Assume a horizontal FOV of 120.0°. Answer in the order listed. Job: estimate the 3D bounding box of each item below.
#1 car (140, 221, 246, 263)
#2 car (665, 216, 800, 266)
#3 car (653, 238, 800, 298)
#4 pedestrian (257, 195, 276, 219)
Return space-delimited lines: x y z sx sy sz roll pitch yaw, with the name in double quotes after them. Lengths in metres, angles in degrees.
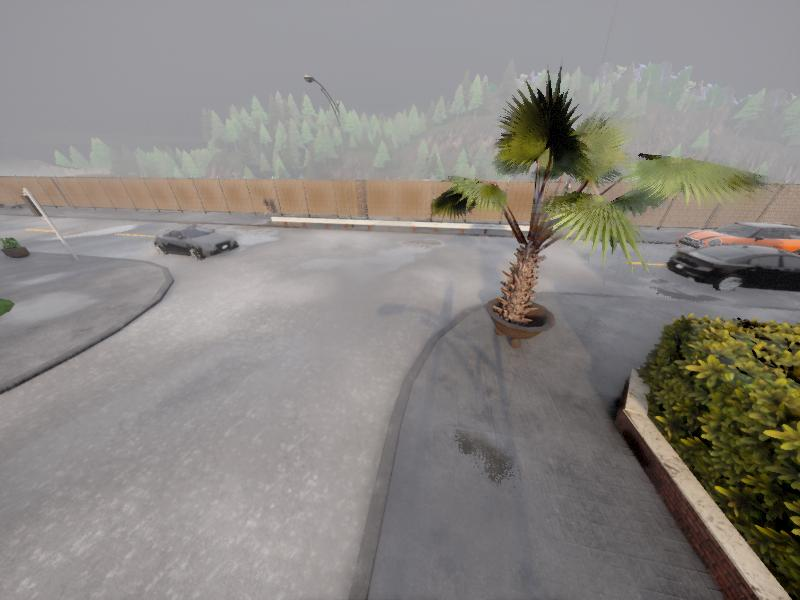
-10.983 -3.213 12.410 4.181 1.385 1.994 9 31 15 "car"
17.471 -3.080 11.753 4.553 1.767 2.097 5 30 9 "car"
13.747 -1.285 8.900 5.008 1.535 1.882 5 30 9 "car"
-11.745 -8.221 20.334 0.751 1.860 0.751 5 30 9 "pedestrian"
